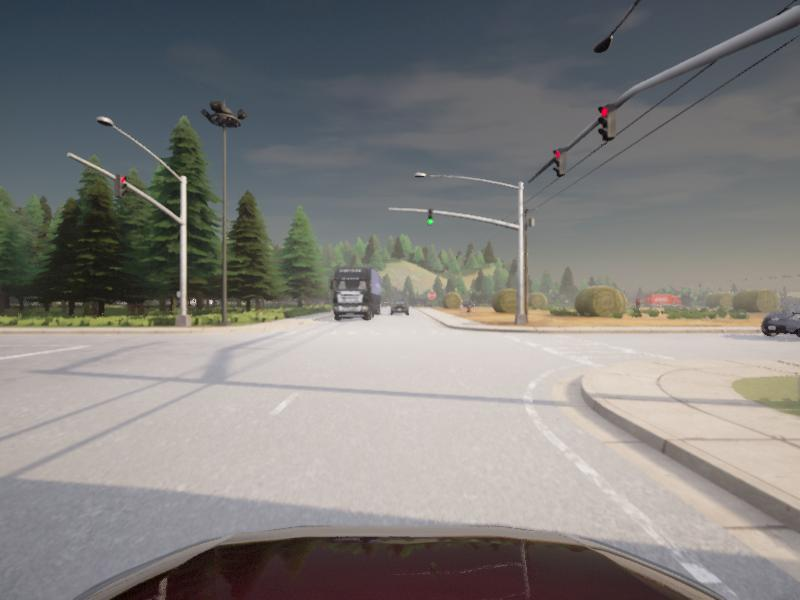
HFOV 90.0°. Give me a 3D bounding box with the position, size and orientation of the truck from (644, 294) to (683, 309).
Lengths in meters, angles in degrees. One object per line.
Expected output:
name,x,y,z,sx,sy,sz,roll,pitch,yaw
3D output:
truck,47.106,0.258,71.533,5.204,2.467,2.627,0,0,3

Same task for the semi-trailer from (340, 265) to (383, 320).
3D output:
semi-trailer,-3.432,-0.652,39.216,2.717,4.402,14.254,0,0,0

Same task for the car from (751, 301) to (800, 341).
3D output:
car,16.594,0.782,15.935,3.633,1.501,1.845,0,0,-1

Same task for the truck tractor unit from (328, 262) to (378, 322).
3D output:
truck tractor unit,-3.486,-0.540,31.301,3.053,4.208,6.516,0,0,0

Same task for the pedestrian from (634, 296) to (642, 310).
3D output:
pedestrian,32.901,0.403,55.299,0.751,1.860,0.751,0,0,4

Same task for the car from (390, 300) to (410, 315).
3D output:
car,-0.029,0.789,43.690,2.038,1.542,4.974,0,0,0

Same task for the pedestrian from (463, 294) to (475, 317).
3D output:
pedestrian,5.530,0.443,32.067,0.751,1.860,0.751,0,0,-14
